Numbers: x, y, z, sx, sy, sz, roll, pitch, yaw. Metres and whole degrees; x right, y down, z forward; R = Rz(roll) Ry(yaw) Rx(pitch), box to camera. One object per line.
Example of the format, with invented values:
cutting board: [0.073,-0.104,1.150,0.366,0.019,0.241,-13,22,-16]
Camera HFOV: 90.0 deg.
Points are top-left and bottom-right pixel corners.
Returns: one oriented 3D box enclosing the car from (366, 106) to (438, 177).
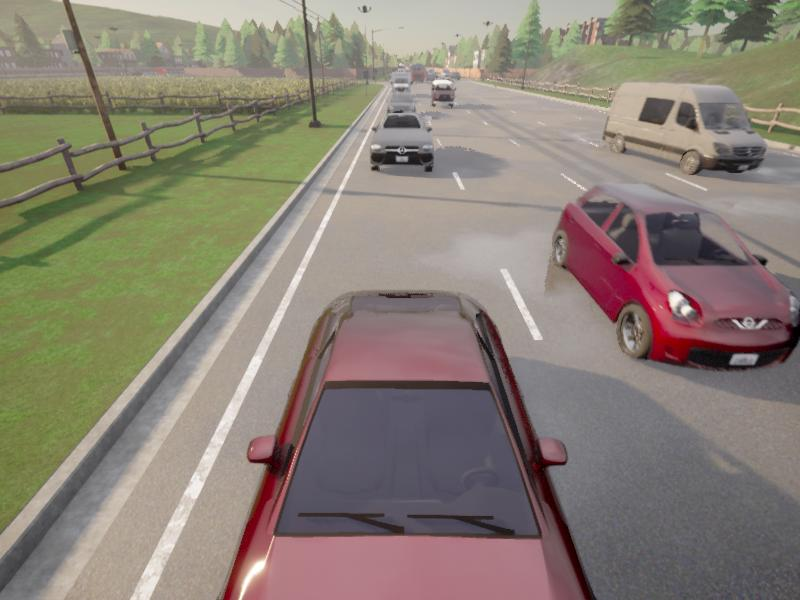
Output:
car: [0.070,-5.932,14.593,2.152,1.651,5.027,0,30,0]

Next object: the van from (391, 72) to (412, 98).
van: [0.153,-25.293,46.986,2.351,2.431,6.366,0,30,0]

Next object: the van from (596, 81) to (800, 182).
van: [9.952,-6.232,14.239,1.988,2.561,5.915,-4,30,-9]

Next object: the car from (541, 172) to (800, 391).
car: [3.543,-0.579,5.520,1.845,1.501,3.633,0,30,0]

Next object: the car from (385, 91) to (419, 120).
car: [0.103,-13.635,27.939,2.163,1.488,4.792,0,30,0]

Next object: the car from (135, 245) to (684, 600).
car: [0.043,1.039,2.936,1.994,1.385,4.181,0,30,0]

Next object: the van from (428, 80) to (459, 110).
van: [3.606,-17.574,34.155,2.069,2.038,4.480,0,30,0]

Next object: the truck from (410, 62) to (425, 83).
truck: [3.756,-49.447,87.018,2.891,3.827,8.468,0,30,0]
